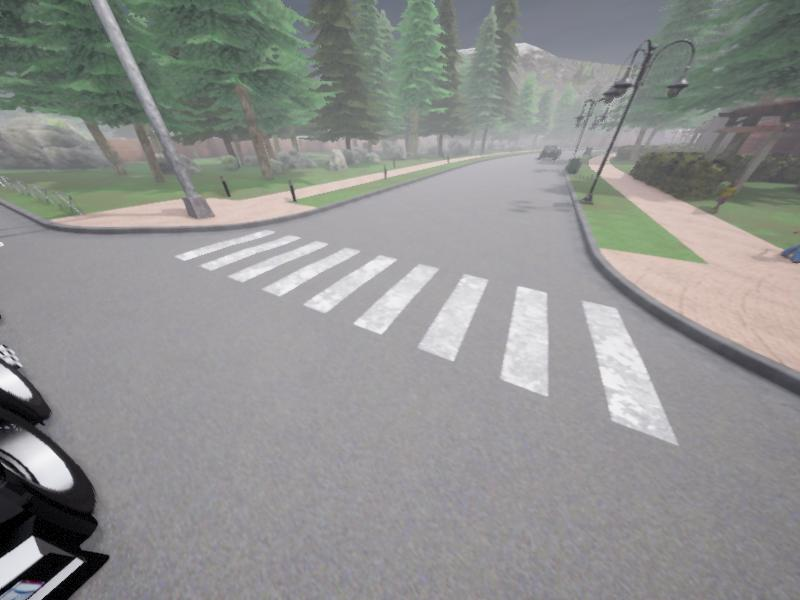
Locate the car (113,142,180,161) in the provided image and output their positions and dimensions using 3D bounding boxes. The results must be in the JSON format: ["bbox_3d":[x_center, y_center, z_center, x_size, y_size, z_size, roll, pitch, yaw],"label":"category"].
[{"bbox_3d":[-34.811,-20.654,31.983,2.150,2.045,5.566,17,39,23],"label":"car"}]

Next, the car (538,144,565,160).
[{"bbox_3d":[21.079,-20.648,32.141,2.097,1.767,4.553,23,41,29],"label":"car"}]

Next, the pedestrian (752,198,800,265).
[{"bbox_3d":[8.816,-1.470,4.880,0.751,1.300,0.751,13,37,18],"label":"pedestrian"}]

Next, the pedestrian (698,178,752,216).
[{"bbox_3d":[11.282,-3.589,8.059,0.500,1.100,0.500,17,38,22],"label":"pedestrian"}]

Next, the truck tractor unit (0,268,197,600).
[{"bbox_3d":[-5.094,-0.324,0.752,6.516,4.208,3.053,19,39,23],"label":"truck tractor unit"}]
